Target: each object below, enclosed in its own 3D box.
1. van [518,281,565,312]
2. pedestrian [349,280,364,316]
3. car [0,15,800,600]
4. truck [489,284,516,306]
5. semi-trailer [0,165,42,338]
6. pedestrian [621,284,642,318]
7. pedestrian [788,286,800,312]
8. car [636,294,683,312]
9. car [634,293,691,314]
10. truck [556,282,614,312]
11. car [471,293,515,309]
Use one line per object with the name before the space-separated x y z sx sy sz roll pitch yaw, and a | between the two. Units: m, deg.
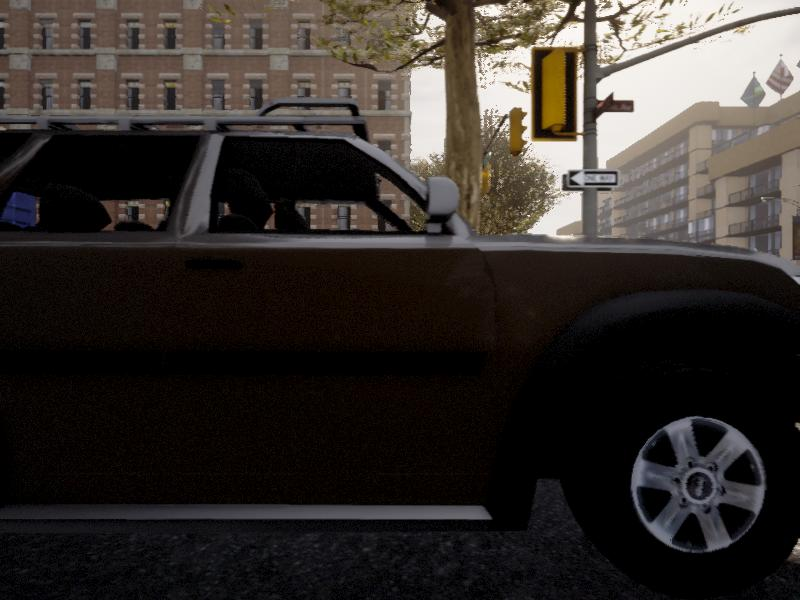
van | 12.452 -0.265 35.599 1.988 2.561 5.915 0 0 -1
pedestrian | -2.286 -0.119 21.048 0.751 1.860 0.751 0 0 -1
car | -0.557 0.050 2.200 4.605 1.855 1.932 0 0 0
truck | 19.248 -0.904 75.824 2.891 3.827 8.468 0 0 0
semi-trailer | -17.295 -1.238 10.098 14.254 4.402 2.717 0 0 1
pedestrian | 12.659 0.051 21.876 0.751 1.860 0.751 0 0 5
pedestrian | 28.919 -0.083 29.085 0.751 1.860 0.751 0 0 -8
car | 22.963 0.239 35.542 1.789 1.549 3.705 0 0 0
car | 19.424 0.245 29.780 1.845 1.501 3.633 0 0 1
truck | 15.965 -0.226 34.911 2.627 2.467 5.204 0 0 0
car | 10.527 0.104 45.597 2.097 1.767 4.553 0 0 -39
